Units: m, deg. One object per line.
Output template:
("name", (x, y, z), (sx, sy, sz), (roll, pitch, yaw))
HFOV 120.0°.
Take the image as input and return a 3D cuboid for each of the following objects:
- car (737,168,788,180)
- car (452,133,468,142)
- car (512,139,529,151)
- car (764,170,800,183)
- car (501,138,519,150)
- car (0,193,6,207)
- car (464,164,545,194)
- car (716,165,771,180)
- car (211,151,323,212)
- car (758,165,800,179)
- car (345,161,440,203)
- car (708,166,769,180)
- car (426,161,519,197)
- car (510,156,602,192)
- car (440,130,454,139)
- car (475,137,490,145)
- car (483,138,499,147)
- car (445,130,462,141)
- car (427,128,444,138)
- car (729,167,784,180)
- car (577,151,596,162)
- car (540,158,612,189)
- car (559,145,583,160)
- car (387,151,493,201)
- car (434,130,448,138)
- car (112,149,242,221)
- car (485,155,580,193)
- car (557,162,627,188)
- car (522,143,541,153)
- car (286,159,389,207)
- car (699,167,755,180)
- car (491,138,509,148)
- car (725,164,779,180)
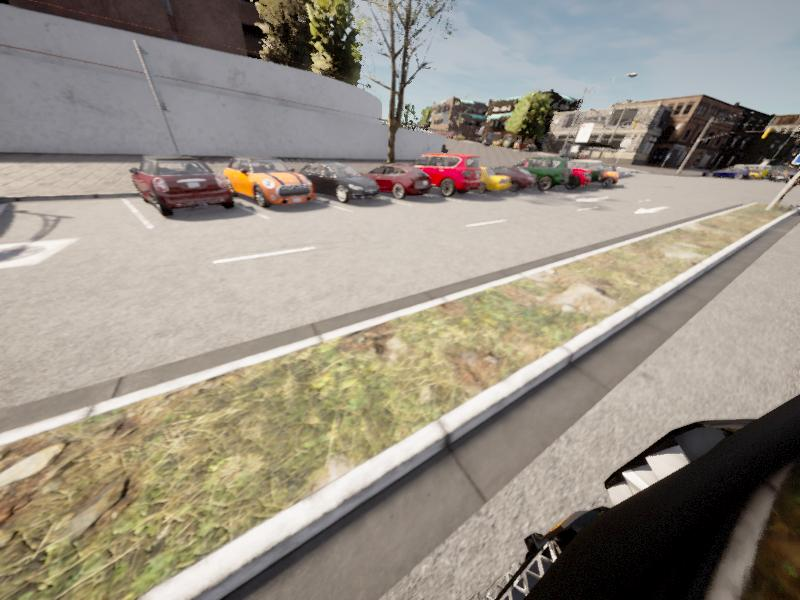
("car", (65.405, -22.909, 41.840), (2.002, 1.452, 4.674), (-26, 42, -36))
("car", (17.765, -47.831, 67.922), (1.946, 1.575, 5.366), (31, 42, 28))
("car", (27.960, -35.867, 53.589), (1.878, 1.987, 4.442), (32, 42, 28))
("car", (57.341, -18.369, 34.355), (4.902, 1.511, 2.128), (-12, 36, -21))
("car", (26.485, -37.589, 55.596), (1.878, 1.987, 4.442), (32, 42, 28))
("car", (-13.495, -3.107, 5.905), (5.566, 2.045, 2.435), (26, 40, 32))
("car", (7.300, -8.766, 16.534), (4.674, 1.452, 2.002), (26, 40, 32))
("car", (57.091, -21.345, 38.568), (2.185, 1.767, 4.553), (-26, 42, -37))
("car", (-5.707, -5.238, 9.910), (4.553, 1.767, 2.185), (26, 39, 32))
("car", (76.603, -25.312, 45.758), (2.435, 2.045, 5.566), (-24, 41, -35))
("car", (-0.524, -6.581, 12.610), (4.792, 1.488, 2.163), (26, 40, 32))
("car", (54.487, -20.561, 37.409), (1.946, 1.575, 5.366), (-27, 42, -37))
("car", (4.555, -8.139, 15.302), (5.366, 1.575, 1.946), (26, 40, 32))
("car", (12.554, -10.466, 18.981), (5.566, 2.045, 2.435), (26, 39, 32))
("car", (14.614, -51.280, 71.696), (2.185, 1.767, 4.553), (30, 41, 27))
("car", (22.098, -42.585, 61.846), (2.002, 1.452, 4.674), (31, 42, 28))
("car", (23.587, -40.866, 59.846), (2.002, 1.452, 4.674), (32, 42, 28))
("car", (16.159, -49.656, 69.622), (2.435, 2.045, 5.566), (31, 42, 27))
("car", (11.607, -54.631, 75.628), (2.435, 2.045, 5.566), (27, 38, 31))
("car", (62.630, -22.384, 40.774), (2.231, 1.521, 4.892), (-26, 42, -37))
("car", (35.354, -27.110, 43.808), (2.002, 1.452, 4.674), (31, 42, 28))
("car", (15.236, -11.135, 20.243), (4.442, 1.987, 1.878), (26, 39, 32))
("car", (33.928, -29.071, 45.655), (2.435, 2.045, 5.566), (32, 42, 28))
("car", (2.084, -7.554, 13.772), (5.566, 2.045, 2.435), (26, 40, 32))
("car", (13.136, -52.969, 73.724), (2.185, 1.767, 4.553), (29, 40, 28))
("car", (-8.258, -4.470, 8.561), (4.553, 1.767, 2.185), (26, 40, 32))
("car", (9.892, -9.755, 17.702), (5.566, 2.045, 2.435), (26, 40, 32))
("car", (17.793, -11.795, 21.622), (4.553, 1.767, 2.185), (26, 40, 32))
("car", (29.467, -34.013, 51.794), (2.231, 1.521, 4.892), (32, 42, 28))
("car", (-3.095, -5.861, 11.277), (4.892, 1.521, 2.231), (26, 39, 32))
("car", (51.575, -20.104, 36.582), (4.792, 1.488, 2.163), (30, 42, 36))
("car", (25.180, -39.252, 57.935), (1.946, 1.575, 5.366), (31, 42, 28))
("car", (59.956, -21.952, 39.510), (1.878, 1.987, 4.442), (-26, 42, -37))
